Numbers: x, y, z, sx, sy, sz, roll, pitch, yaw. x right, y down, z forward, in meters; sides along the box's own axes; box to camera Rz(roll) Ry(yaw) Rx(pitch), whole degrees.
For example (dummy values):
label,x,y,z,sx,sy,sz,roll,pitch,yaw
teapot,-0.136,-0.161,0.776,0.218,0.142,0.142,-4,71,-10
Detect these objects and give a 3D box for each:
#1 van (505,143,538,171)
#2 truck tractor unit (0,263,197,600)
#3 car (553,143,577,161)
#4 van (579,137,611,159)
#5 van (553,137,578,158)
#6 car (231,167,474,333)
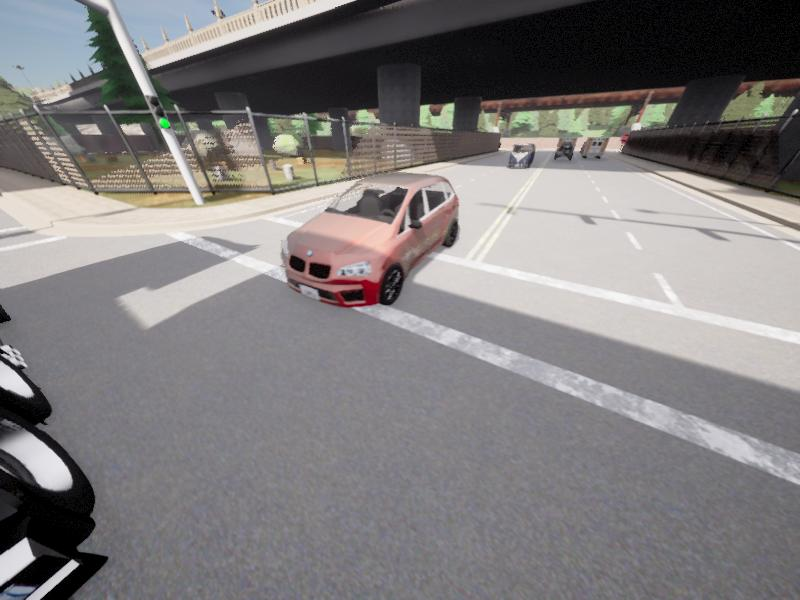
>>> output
label,x,y,z,sx,sy,sz,roll,pitch,yaw
van,11.287,-13.314,21.375,1.775,1.987,4.442,18,39,24
truck tractor unit,-5.109,-0.303,0.780,6.516,4.208,3.053,18,39,24
car,21.188,-19.120,29.746,1.932,1.855,4.605,18,39,24
van,27.729,-21.849,33.143,2.351,2.431,6.366,18,39,24
van,25.212,-23.353,35.320,2.351,2.431,6.366,18,39,24
car,-0.296,-1.662,4.968,2.242,1.667,4.611,18,38,24
